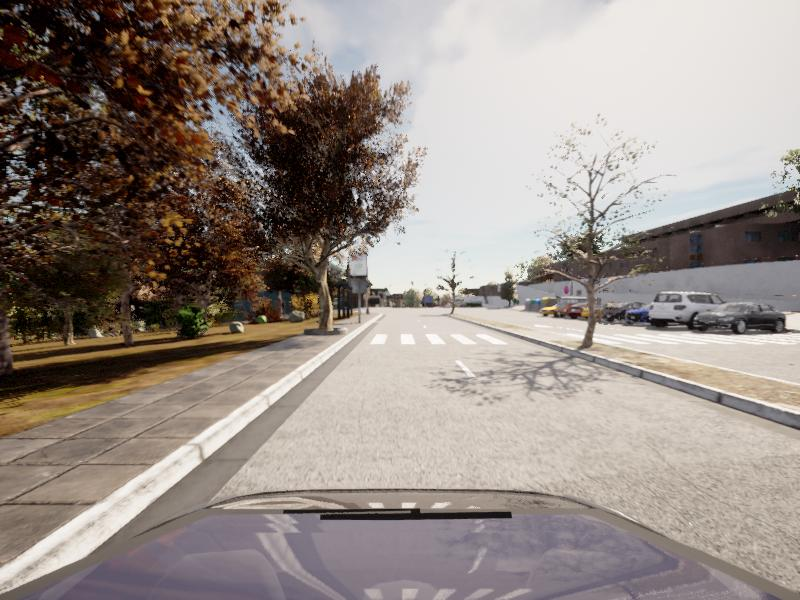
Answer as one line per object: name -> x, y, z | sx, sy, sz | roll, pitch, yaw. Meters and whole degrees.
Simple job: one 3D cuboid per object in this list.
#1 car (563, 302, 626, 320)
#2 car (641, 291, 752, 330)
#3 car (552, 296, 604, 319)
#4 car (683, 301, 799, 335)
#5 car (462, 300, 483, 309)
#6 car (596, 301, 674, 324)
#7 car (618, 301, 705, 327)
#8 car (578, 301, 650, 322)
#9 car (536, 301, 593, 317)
car -> 16.924, 0.945, 34.785 | 4.792, 1.488, 2.163 | 1, -1, -20
car -> 16.921, 0.604, 22.859 | 5.566, 2.045, 2.435 | 1, 0, -20
car -> 16.793, 0.705, 37.713 | 4.442, 1.987, 1.878 | 1, 0, -20
car -> 16.900, 0.848, 19.857 | 4.892, 1.521, 2.231 | 1, 0, -20
car -> 16.822, 0.969, 92.981 | 4.442, 1.987, 1.878 | 1, -2, -20
car -> 16.888, 0.883, 28.808 | 4.892, 1.521, 2.231 | 1, -1, -20
car -> 16.899, 0.868, 25.823 | 5.008, 1.535, 2.097 | 1, 0, -20
car -> 17.070, 0.897, 31.855 | 5.366, 1.575, 1.946 | 1, -1, -20
car -> 16.729, 0.945, 40.671 | 5.366, 1.575, 1.946 | 1, 0, -20
